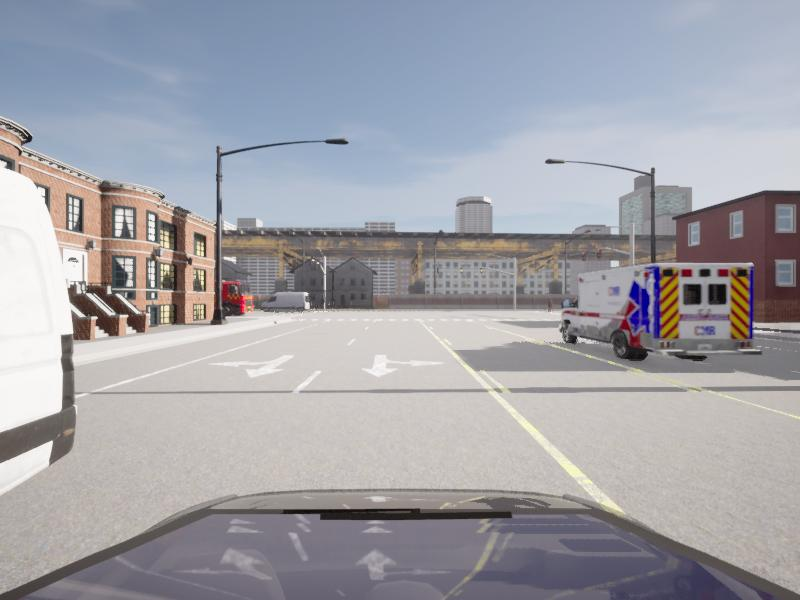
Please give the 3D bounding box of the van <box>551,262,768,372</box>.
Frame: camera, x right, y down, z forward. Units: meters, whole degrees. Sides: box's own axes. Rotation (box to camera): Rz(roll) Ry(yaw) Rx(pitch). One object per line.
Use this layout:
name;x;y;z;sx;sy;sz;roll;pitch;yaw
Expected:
van;6.954;0.377;12.042;2.351;2.431;6.366;0;0;0

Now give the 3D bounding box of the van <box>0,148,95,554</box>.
van;-3.510;0.322;0.351;1.988;2.561;5.915;0;0;0

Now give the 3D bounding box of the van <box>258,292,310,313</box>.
van;-14.367;0.322;49.710;5.915;2.561;1.988;0;0;3

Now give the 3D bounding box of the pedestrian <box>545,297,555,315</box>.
pedestrian;16.223;0.637;43.265;0.751;1.860;0.751;0;0;-1

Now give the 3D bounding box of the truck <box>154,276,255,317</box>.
truck;-19.040;-0.321;39.318;8.468;3.827;2.891;0;0;0
